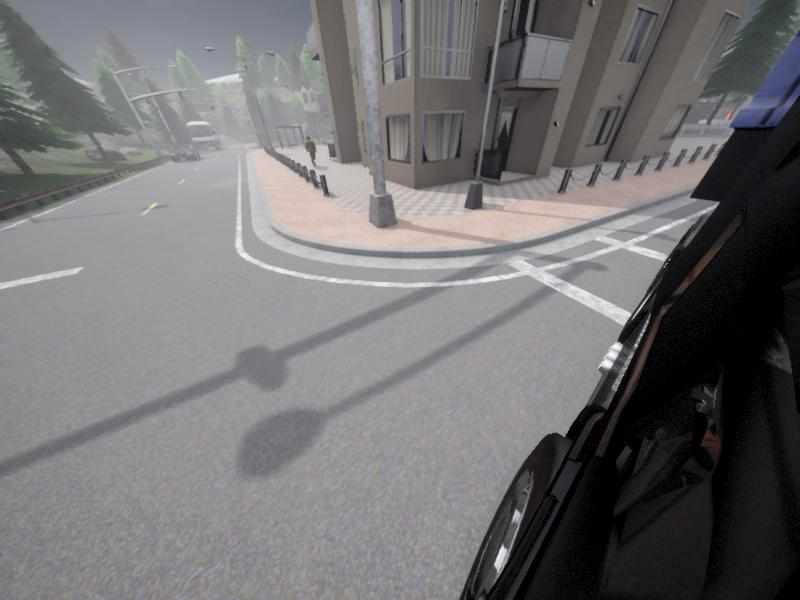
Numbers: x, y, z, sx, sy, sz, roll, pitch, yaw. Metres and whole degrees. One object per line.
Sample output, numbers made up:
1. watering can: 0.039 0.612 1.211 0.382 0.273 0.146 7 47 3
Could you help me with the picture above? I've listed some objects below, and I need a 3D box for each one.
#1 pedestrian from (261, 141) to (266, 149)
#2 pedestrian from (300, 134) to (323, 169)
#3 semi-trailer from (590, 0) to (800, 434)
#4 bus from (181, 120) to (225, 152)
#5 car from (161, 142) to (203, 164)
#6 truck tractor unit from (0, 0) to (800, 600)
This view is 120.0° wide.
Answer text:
1. pedestrian: -23.299 -26.491 39.436 0.500 1.100 0.500 -15 39 -16
2. pedestrian: -5.695 -9.584 14.923 0.751 1.860 0.751 -21 40 -22
3. semi-trailer: 9.221 -3.191 3.620 14.254 4.402 2.717 -22 41 -23
4. bus: -36.109 -30.461 42.985 3.944 4.253 10.273 -20 40 -21
5. car: -23.880 -16.341 25.564 2.242 1.667 4.611 -20 40 -21
6. truck tractor unit: 2.645 -0.295 0.351 6.516 4.208 3.053 -28 44 -30
